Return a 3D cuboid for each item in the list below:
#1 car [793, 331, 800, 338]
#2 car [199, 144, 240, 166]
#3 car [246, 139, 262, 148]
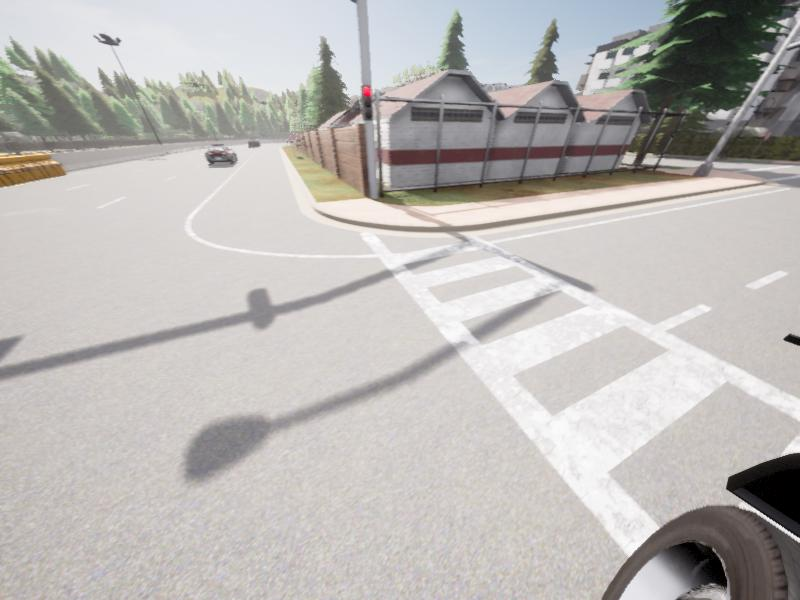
[{"bbox_3d":[7.512,-0.009,2.580,3.806,1.475,1.970,-14,38,-18],"label":"car"},{"bbox_3d":[-17.308,-14.160,22.422,2.038,1.542,4.974,-15,38,-19],"label":"car"},{"bbox_3d":[-33.180,-35.738,52.593,1.930,1.638,5.238,-11,37,-14],"label":"car"}]
